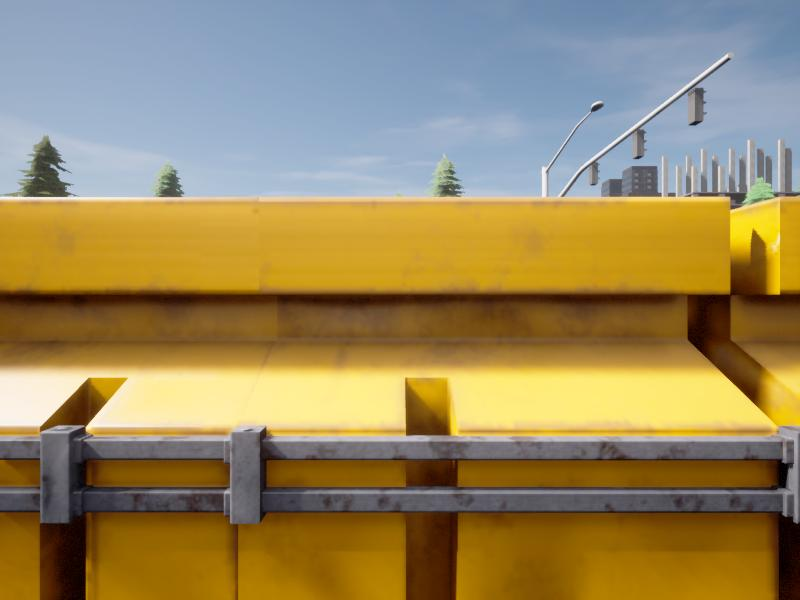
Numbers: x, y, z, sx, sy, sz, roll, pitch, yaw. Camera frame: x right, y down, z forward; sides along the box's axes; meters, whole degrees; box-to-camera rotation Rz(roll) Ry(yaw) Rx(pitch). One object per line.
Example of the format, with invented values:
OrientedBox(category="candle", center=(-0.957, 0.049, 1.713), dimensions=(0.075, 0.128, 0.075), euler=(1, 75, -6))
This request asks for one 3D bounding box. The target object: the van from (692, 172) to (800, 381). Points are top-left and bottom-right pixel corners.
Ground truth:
OrientedBox(category="van", center=(7.853, -0.278, 5.704), dimensions=(5.915, 2.561, 1.988), euler=(0, 0, 0))

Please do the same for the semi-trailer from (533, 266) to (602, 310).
OrientedBox(category="semi-trailer", center=(19.116, -1.221, 47.058), dimensions=(2.717, 4.402, 14.254), euler=(0, 0, 2))

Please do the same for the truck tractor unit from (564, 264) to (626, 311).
OrientedBox(category="truck tractor unit", center=(18.799, -1.117, 39.151), dimensions=(3.053, 4.208, 6.516), euler=(0, 0, 2))

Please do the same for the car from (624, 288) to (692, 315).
OrientedBox(category="car", center=(18.474, 0.091, 28.975), dimensions=(2.097, 1.767, 4.553), euler=(0, 0, 2))

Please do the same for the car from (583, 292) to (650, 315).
OrientedBox(category="car", center=(14.937, 0.233, 27.992), dimensions=(2.128, 1.511, 4.902), euler=(0, 0, 2))

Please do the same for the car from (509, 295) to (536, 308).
OrientedBox(category="car", center=(15.672, 0.168, 51.460), dimensions=(1.930, 1.638, 5.238), euler=(0, 0, 2))
